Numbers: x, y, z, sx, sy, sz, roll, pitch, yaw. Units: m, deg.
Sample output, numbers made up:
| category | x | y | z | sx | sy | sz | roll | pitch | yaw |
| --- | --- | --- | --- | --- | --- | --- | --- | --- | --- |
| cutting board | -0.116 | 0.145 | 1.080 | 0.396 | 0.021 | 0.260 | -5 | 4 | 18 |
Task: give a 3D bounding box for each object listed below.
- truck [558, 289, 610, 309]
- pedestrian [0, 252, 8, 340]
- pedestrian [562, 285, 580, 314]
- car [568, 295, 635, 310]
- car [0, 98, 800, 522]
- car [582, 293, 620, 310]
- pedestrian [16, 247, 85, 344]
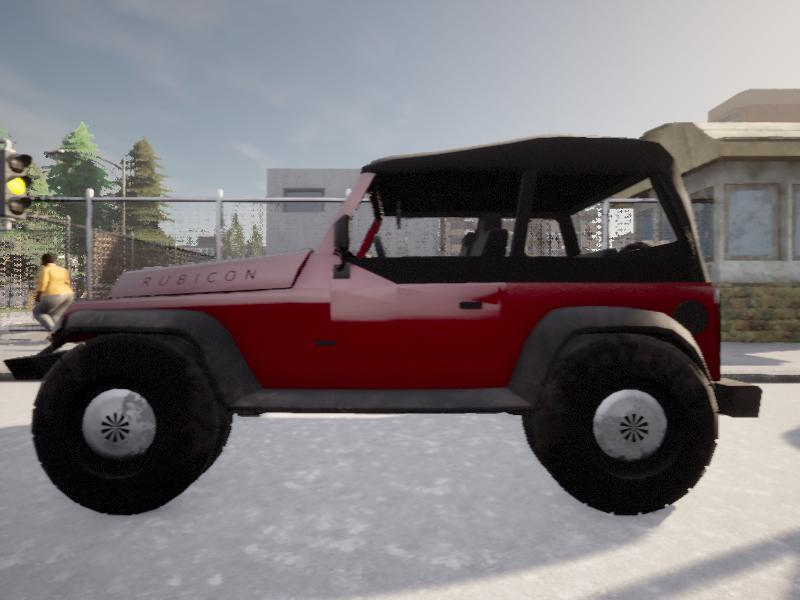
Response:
| category | x | y | z | sx | sy | sz | roll | pitch | yaw |
| --- | --- | --- | --- | --- | --- | --- | --- | --- | --- |
| truck | 19.425 | -0.071 | 42.376 | 4.478 | 2.038 | 2.069 | 0 | 0 | 0 |
| pedestrian | -8.792 | -0.087 | 8.214 | 0.751 | 1.860 | 0.751 | 0 | 0 | 3 |
| pedestrian | 11.140 | -0.051 | 26.108 | 0.751 | 1.860 | 0.751 | 0 | 0 | -13 |
| car | 19.261 | 0.240 | 38.416 | 5.357 | 1.415 | 2.033 | 0 | 0 | 0 |
| car | 0.025 | 0.045 | 2.727 | 3.866 | 1.878 | 1.905 | 0 | 0 | 0 |
| car | 19.101 | 0.169 | 38.189 | 1.789 | 1.547 | 3.705 | 0 | 0 | 0 |
| pedestrian | -7.058 | -0.085 | 8.116 | 0.751 | 1.860 | 0.751 | 0 | 0 | 3 |
